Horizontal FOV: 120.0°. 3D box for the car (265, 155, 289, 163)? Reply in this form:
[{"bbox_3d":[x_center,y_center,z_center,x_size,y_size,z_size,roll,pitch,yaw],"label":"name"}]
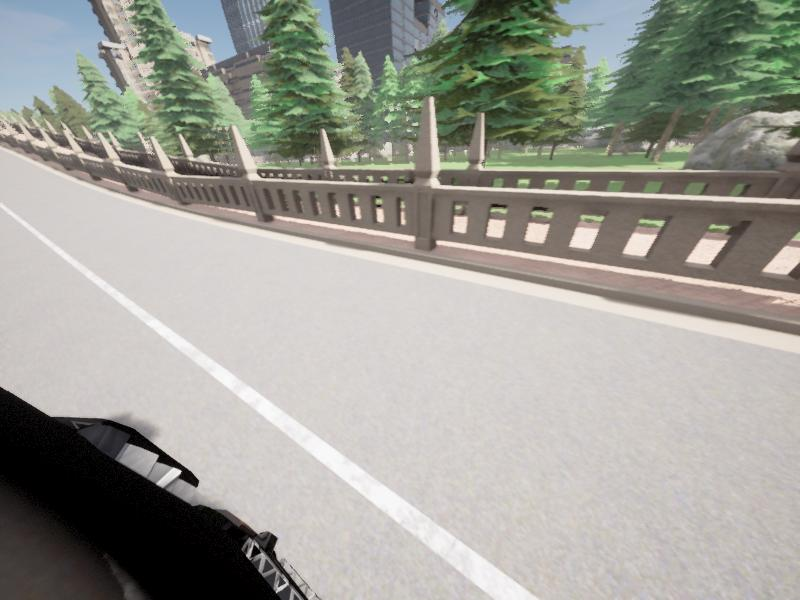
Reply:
[{"bbox_3d":[-31.685,-36.372,59.646,4.902,1.511,2.128,-8,34,-7],"label":"car"}]
